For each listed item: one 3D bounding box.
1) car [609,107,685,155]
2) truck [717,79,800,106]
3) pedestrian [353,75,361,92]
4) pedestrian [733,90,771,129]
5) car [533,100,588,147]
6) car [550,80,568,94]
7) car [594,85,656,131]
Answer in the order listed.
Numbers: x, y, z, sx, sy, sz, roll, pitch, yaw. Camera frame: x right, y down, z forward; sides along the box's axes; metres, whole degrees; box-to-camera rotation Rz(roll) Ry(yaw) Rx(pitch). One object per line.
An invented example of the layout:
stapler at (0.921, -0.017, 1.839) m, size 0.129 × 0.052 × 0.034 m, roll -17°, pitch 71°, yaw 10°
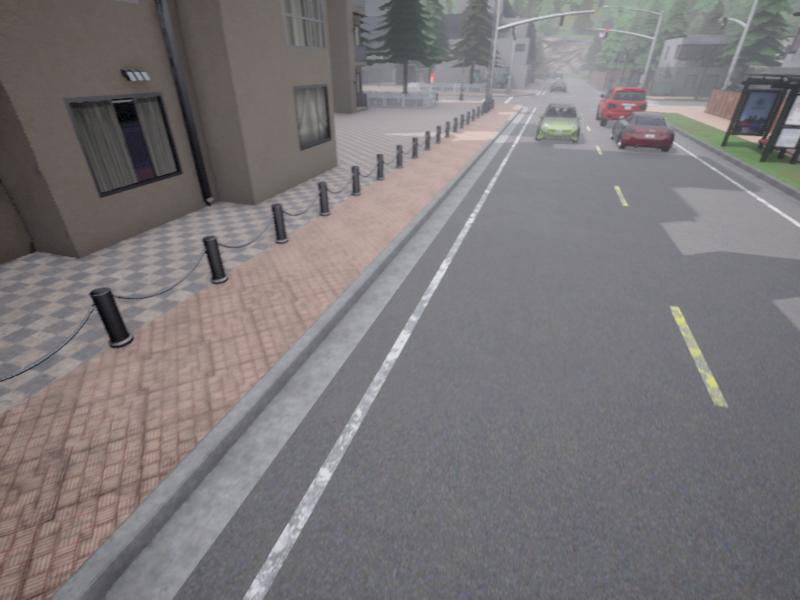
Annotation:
car at (10.731, -7.596, 17.743) m, size 1.994 × 1.385 × 4.181 m, roll 10°, pitch 32°, yaw 16°
truck at (34.455, -19.633, 37.809) m, size 6.274 × 2.098 × 2.390 m, roll 6°, pitch 31°, yaw 9°
pedestrian at (-5.513, -27.713, 51.124) m, size 0.751 × 1.860 × 0.751 m, roll 9°, pitch 31°, yaw 14°
pedestrian at (18.916, -10.263, 21.552) m, size 0.751 × 1.860 × 0.751 m, roll 11°, pitch 32°, yaw 17°
car at (7.724, -8.678, 19.400) m, size 2.007 × 1.525 × 4.514 m, roll 10°, pitch 32°, yaw 16°
car at (21.704, -29.121, 54.635) m, size 1.994 × 1.385 × 4.181 m, roll 10°, pitch 32°, yaw 16°
car at (13.330, -11.697, 24.106) m, size 2.150 × 2.045 × 5.566 m, roll 10°, pitch 32°, yaw 16°
